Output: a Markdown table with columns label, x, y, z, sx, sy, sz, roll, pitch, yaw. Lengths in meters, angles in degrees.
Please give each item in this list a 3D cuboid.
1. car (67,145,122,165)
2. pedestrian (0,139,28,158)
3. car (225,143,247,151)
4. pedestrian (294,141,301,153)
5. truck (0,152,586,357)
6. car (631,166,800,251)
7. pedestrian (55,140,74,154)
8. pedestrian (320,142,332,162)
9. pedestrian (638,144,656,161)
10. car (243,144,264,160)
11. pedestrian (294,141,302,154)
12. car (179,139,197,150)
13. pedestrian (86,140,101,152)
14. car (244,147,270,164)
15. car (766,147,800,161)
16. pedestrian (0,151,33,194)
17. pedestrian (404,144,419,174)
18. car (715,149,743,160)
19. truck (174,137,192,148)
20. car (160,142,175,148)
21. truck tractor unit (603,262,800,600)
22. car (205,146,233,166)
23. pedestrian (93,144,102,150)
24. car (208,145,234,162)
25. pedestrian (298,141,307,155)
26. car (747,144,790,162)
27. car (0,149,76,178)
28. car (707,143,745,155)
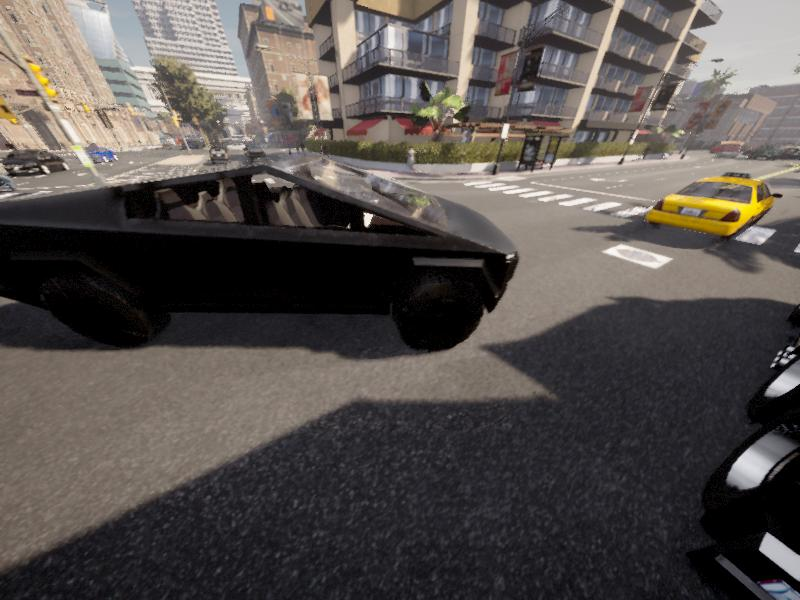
| label | x | y | z | sx | sy | sz | roll | pitch | yaw |
| --- | --- | --- | --- | --- | --- | --- | --- | --- | --- |
| car | -32.898 | -15.814 | 25.095 | 1.882 | 1.535 | 5.008 | -18 | 39 | -25 |
| pedestrian | -45.729 | -17.893 | 27.360 | 0.751 | 1.860 | 0.751 | -23 | 41 | -30 |
| car | -35.839 | -33.525 | 50.574 | 3.633 | 1.501 | 1.845 | -19 | 39 | -25 |
| pedestrian | -18.562 | -27.764 | 41.863 | 0.751 | 1.860 | 0.751 | -9 | 36 | -13 |
| truck | -1.693 | -0.845 | 3.383 | 6.274 | 2.098 | 2.390 | 1 | 35 | 1 |
| car | 9.955 | -3.089 | 7.190 | 5.366 | 1.575 | 1.801 | -18 | 39 | -24 |
| pedestrian | -53.480 | -24.314 | 36.790 | 0.751 | 1.860 | 0.751 | -18 | 39 | -25 |
| pedestrian | -8.128 | -16.247 | 25.391 | 0.751 | 1.860 | 0.751 | -19 | 39 | -25 |
| pedestrian | 32.095 | -19.169 | 30.025 | 0.751 | 1.860 | 0.751 | -17 | 38 | -23 |
| car | -19.773 | -19.928 | 31.098 | 1.851 | 1.617 | 3.988 | -18 | 39 | -25 |
| pedestrian | -16.922 | -25.347 | 38.399 | 0.751 | 1.860 | 0.751 | -8 | 36 | -12 |
| car | -50.703 | -37.272 | 55.363 | 2.150 | 2.045 | 5.566 | -18 | 39 | -25 |
| pedestrian | -56.122 | -28.124 | 42.247 | 0.751 | 1.860 | 0.751 | -21 | 40 | -28 |
| car | -16.545 | -16.738 | 26.638 | 1.837 | 1.490 | 4.892 | -18 | 39 | -25 |
| car | 62.790 | -23.629 | 37.368 | 2.242 | 1.667 | 4.611 | 23 | 41 | 29 |
| pedestrian | -19.071 | -6.123 | 10.963 | 0.751 | 1.860 | 0.751 | -18 | 39 | -24 |
| pedestrian | 0.822 | -10.524 | 17.245 | 0.751 | 1.860 | 0.751 | 22 | 40 | 28 |
| car | 54.895 | -24.406 | 38.612 | 1.895 | 1.301 | 4.718 | 29 | 44 | 35 |
| truck | -64.235 | -46.683 | 68.390 | 2.627 | 2.467 | 5.204 | -18 | 39 | -25 |
| car | -65.184 | -43.473 | 64.781 | 1.895 | 1.301 | 4.718 | -18 | 39 | -25 |
| truck tractor unit | 5.108 | -0.301 | 0.796 | 6.516 | 4.208 | 3.053 | -18 | 39 | -24 |
| car | -19.314 | -15.523 | 24.806 | 1.789 | 1.549 | 3.705 | -18 | 39 | -25 |
| pedestrian | -60.272 | -30.470 | 45.981 | 0.500 | 1.100 | 0.500 | -21 | 40 | -27 |
| car | -22.459 | -18.564 | 29.176 | 2.007 | 1.525 | 4.514 | -18 | 39 | -25 |
| pedestrian | -15.169 | -23.685 | 36.025 | 0.751 | 1.860 | 0.751 | -18 | 39 | -24 |
| car | 56.227 | -22.617 | 35.389 | 2.150 | 2.045 | 5.566 | 30 | 44 | 35 |
| car | -27.220 | -10.271 | 17.212 | 1.837 | 1.490 | 4.892 | -18 | 39 | -25 |
| car | 73.259 | -34.073 | 52.078 | 2.150 | 2.045 | 5.566 | 12 | 36 | 16 |
